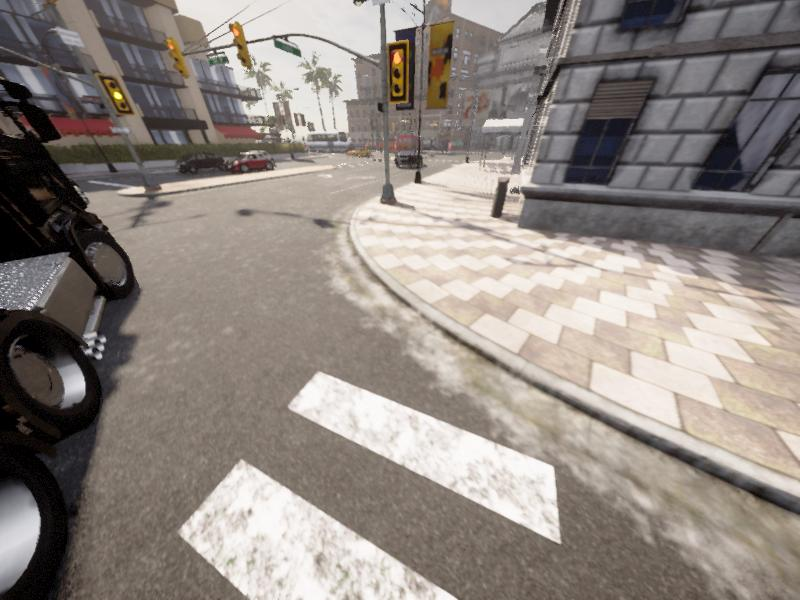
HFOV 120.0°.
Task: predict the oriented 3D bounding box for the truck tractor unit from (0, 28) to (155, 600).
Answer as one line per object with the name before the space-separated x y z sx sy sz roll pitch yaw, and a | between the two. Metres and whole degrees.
truck tractor unit | -4.676 -0.595 1.210 3.053 4.208 6.516 -25 42 -32

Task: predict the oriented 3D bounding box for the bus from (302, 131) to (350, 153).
bus | -18.000 -38.449 56.300 10.273 4.253 3.944 14 37 19

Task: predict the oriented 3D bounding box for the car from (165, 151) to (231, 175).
car | -17.592 -12.110 20.348 1.789 1.549 3.705 14 37 19

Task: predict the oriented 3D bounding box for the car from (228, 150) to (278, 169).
car | -15.448 -14.906 24.483 1.970 1.475 3.806 14 37 19

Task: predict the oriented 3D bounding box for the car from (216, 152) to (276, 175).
car | -13.613 -12.306 20.695 1.970 1.475 3.806 14 37 19
